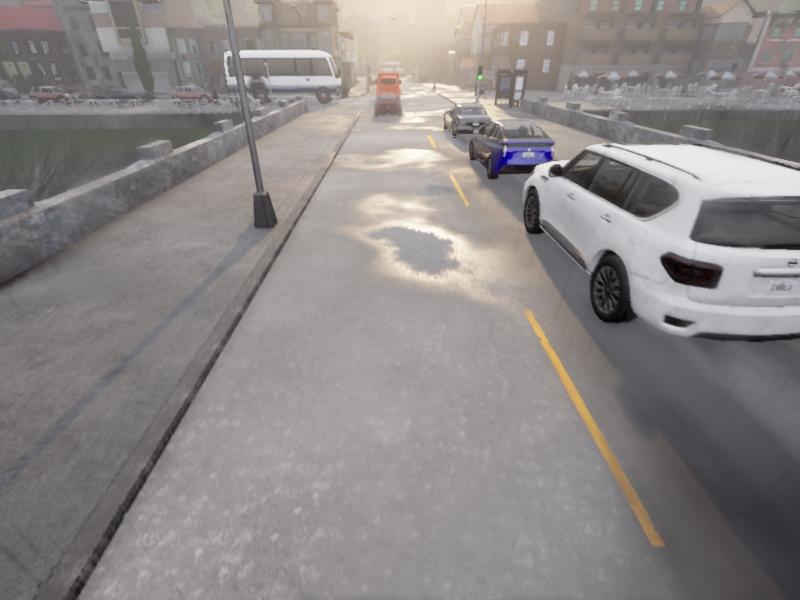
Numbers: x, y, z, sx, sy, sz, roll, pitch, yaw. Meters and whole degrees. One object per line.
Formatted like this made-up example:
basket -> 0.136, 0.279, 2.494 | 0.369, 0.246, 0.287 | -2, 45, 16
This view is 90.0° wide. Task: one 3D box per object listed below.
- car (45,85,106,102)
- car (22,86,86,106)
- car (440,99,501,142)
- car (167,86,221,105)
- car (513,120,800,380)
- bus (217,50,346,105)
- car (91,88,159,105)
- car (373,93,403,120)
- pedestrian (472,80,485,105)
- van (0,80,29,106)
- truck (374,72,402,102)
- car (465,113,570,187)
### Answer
car -> -32.671, -20.853, 40.442 | 4.181, 1.385, 1.994 | -1, 30, -1
car -> -31.886, -18.889, 36.976 | 3.806, 1.475, 1.970 | -1, 30, -1
car -> 3.374, -9.204, 20.326 | 2.033, 1.411, 5.357 | -1, 30, -1
car -> -19.076, -19.064, 37.208 | 3.806, 1.475, 1.970 | -1, 30, -1
car -> 3.757, -1.411, 6.362 | 2.150, 2.045, 5.566 | -1, 30, -1
bus -> -10.468, -20.476, 36.830 | 10.273, 4.253, 3.944 | -1, 30, -2
car -> -25.439, -18.901, 37.142 | 4.718, 1.301, 1.895 | -1, 30, -1
car -> -0.816, -13.466, 27.727 | 1.895, 1.301, 4.718 | -1, 30, -1
pedestrian -> 6.703, -17.731, 34.162 | 0.751, 1.860, 0.751 | 12, 33, 20
van -> -37.501, -19.033, 36.746 | 4.442, 1.987, 1.775 | -1, 30, -1
truck -> -1.166, -21.602, 40.480 | 2.627, 2.467, 5.204 | -1, 30, -1
car -> 3.574, -5.107, 13.193 | 2.007, 1.525, 4.514 | -1, 30, -1
